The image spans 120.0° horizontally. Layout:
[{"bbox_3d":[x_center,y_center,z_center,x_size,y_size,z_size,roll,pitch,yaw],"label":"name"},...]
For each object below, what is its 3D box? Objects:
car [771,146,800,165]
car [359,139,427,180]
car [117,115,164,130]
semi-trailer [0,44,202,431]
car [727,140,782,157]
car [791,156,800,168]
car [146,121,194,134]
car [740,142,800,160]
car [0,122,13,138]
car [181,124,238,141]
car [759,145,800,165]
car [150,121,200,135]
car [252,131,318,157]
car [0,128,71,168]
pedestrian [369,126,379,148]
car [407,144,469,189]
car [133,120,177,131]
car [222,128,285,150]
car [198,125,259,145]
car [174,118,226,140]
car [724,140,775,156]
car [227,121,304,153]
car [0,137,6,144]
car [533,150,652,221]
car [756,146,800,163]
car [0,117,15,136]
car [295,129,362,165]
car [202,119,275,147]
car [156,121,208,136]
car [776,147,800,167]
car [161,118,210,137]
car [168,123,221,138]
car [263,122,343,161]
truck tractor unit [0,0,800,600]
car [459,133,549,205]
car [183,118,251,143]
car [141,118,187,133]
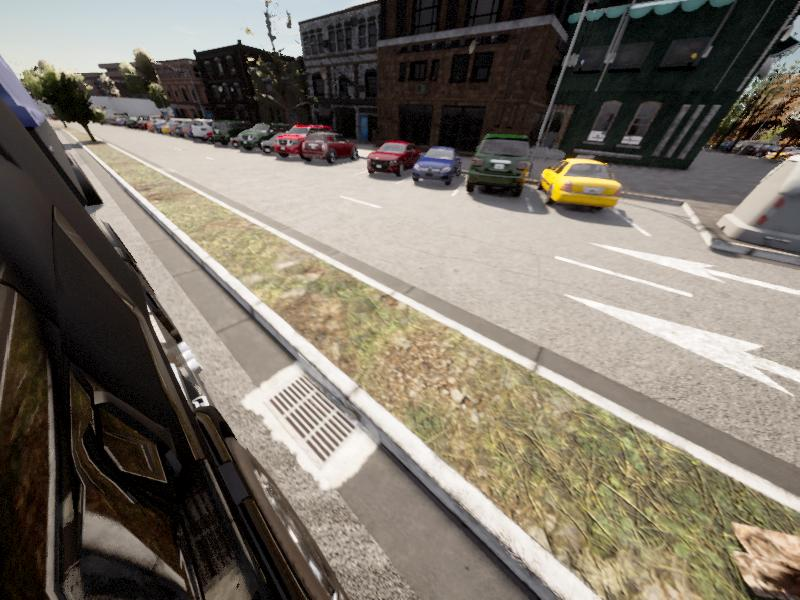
[{"bbox_3d":[44.994,-15.366,24.903,5.008,1.535,2.097,15,39,15],"label":"car"},{"bbox_3d":[-0.180,-8.334,13.441,2.097,1.535,5.008,14,38,15],"label":"car"},{"bbox_3d":[-51.301,-35.227,45.892,2.435,2.045,5.566,12,37,12],"label":"car"},{"bbox_3d":[-8.702,-3.593,4.234,14.254,4.402,2.717,28,44,30],"label":"semi-trailer"},{"bbox_3d":[60.340,-25.889,39.459,4.442,1.987,1.878,15,39,15],"label":"car"},{"bbox_3d":[41.126,-12.780,21.227,5.008,1.535,2.097,15,39,15],"label":"car"},{"bbox_3d":[-37.089,-27.900,37.381,2.231,1.521,4.892,13,37,14],"label":"car"},{"bbox_3d":[54.625,-21.920,34.001,4.553,1.767,2.185,15,39,15],"label":"car"},{"bbox_3d":[-40.049,-15.455,20.234,2.435,2.045,5.566,14,39,15],"label":"car"},{"bbox_3d":[-23.184,-20.586,28.438,2.097,1.535,5.008,14,38,14],"label":"car"},{"bbox_3d":[46.748,-16.697,26.773,5.366,1.575,1.946,15,39,15],"label":"car"},{"bbox_3d":[-34.741,-26.697,35.913,2.097,1.535,5.008,14,38,14],"label":"car"},{"bbox_3d":[-9.388,-13.205,19.448,2.163,1.488,4.792,14,38,14],"label":"car"},{"bbox_3d":[-19.542,-8.108,12.175,4.181,1.385,1.994,28,44,30],"label":"car"},{"bbox_3d":[-2.747,-17.271,24.513,0.751,1.860,0.751,27,43,26],"label":"pedestrian"},{"bbox_3d":[2.125,-7.066,11.946,2.002,1.452,4.674,14,38,15],"label":"car"},{"bbox_3d":[-44.152,-31.509,41.775,2.097,1.535,5.008,13,37,13],"label":"car"},{"bbox_3d":[-13.991,-15.652,22.443,2.163,1.488,4.792,14,38,14],"label":"car"},{"bbox_3d":[-18.582,-18.140,25.444,2.097,1.535,5.008,14,38,14],"label":"car"},{"bbox_3d":[-25.515,-21.926,29.711,1.878,1.987,4.442,14,38,14],"label":"car"},{"bbox_3d":[62.272,-27.179,41.292,4.442,1.987,1.878,15,39,15],"label":"car"},{"bbox_3d":[-11.675,-14.655,20.780,2.435,2.045,5.566,14,38,14],"label":"car"},{"bbox_3d":[-33.144,-11.754,16.107,1.946,1.575,5.366,13,39,15],"label":"car"},{"bbox_3d":[6.799,-4.752,9.025,1.946,1.575,5.366,14,37,15],"label":"car"},{"bbox_3d":[48.881,-17.917,28.584,4.792,1.488,2.163,15,39,15],"label":"car"},{"bbox_3d":[-42.275,-16.584,22.020,1.946,1.575,5.366,13,39,15],"label":"car"},{"bbox_3d":[-4.792,-10.878,16.355,2.185,1.767,4.553,14,38,15],"label":"car"},{"bbox_3d":[-16.269,-17.134,23.820,2.435,2.045,5.566,14,38,15],"label":"car"},{"bbox_3d":[-32.369,-25.581,34.563,1.946,1.575,5.366,14,37,14],"label":"car"},{"bbox_3d":[42.886,-14.118,23.106,5.366,1.575,1.946,15,39,15],"label":"car"},{"bbox_3d":[-30.135,-24.373,32.705,1.878,1.987,4.442,14,38,14],"label":"car"},{"bbox_3d":[-27.792,-23.026,31.474,2.163,1.488,4.792,14,37,15],"label":"car"},{"bbox_3d":[-7.072,-12.205,17.782,2.435,2.045,5.566,14,38,14],"label":"car"},{"bbox_3d":[-2.645,-0.295,0.351,6.516,4.208,3.053,28,44,30],"label":"truck tractor unit"},{"bbox_3d":[4.442,-6.091,10.281,2.435,2.045,5.566,14,37,15],"label":"car"},{"bbox_3d":[-20.869,-19.579,26.813,2.435,2.045,5.566,14,37,15],"label":"car"},{"bbox_3d":[-39.435,-29.204,38.770,2.185,1.767,4.553,13,37,14],"label":"car"}]
